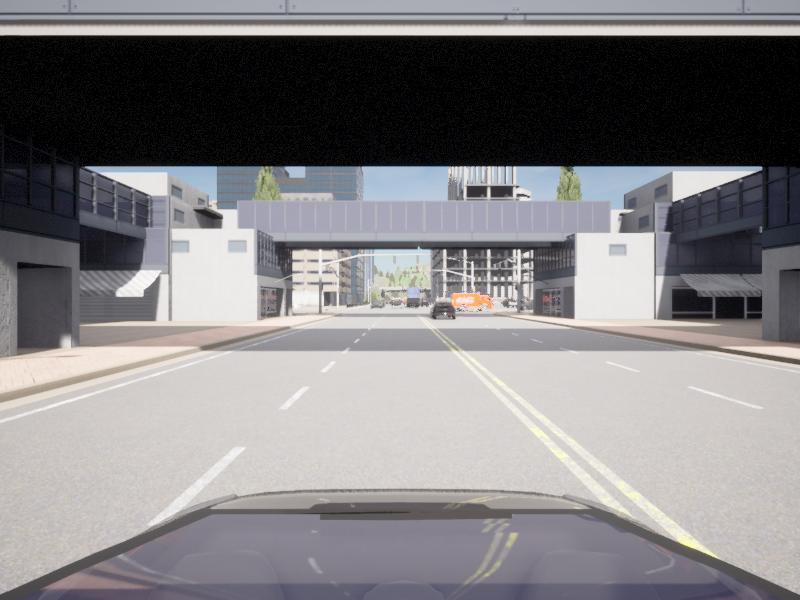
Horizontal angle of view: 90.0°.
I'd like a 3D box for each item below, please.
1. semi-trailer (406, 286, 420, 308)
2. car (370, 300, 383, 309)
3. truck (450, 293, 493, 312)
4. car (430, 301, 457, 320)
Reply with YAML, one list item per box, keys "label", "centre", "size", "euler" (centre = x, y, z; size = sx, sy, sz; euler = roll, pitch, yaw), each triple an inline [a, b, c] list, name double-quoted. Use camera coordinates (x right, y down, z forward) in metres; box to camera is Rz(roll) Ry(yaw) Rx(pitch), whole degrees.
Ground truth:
- label: "semi-trailer"
  centre: [2.725, -0.618, 86.154]
  size: [2.717, 4.402, 14.254]
  euler: [0, 0, 1]
- label: "car"
  centre: [-4.138, 0.826, 71.231]
  size: [2.038, 1.542, 4.974]
  euler: [0, 0, 1]
- label: "truck"
  centre: [9.361, 0.356, 52.622]
  size: [5.204, 2.467, 2.627]
  euler: [0, 0, 0]
- label: "car"
  centre: [3.642, 0.846, 34.551]
  size: [1.837, 1.490, 4.892]
  euler: [0, 0, 0]
